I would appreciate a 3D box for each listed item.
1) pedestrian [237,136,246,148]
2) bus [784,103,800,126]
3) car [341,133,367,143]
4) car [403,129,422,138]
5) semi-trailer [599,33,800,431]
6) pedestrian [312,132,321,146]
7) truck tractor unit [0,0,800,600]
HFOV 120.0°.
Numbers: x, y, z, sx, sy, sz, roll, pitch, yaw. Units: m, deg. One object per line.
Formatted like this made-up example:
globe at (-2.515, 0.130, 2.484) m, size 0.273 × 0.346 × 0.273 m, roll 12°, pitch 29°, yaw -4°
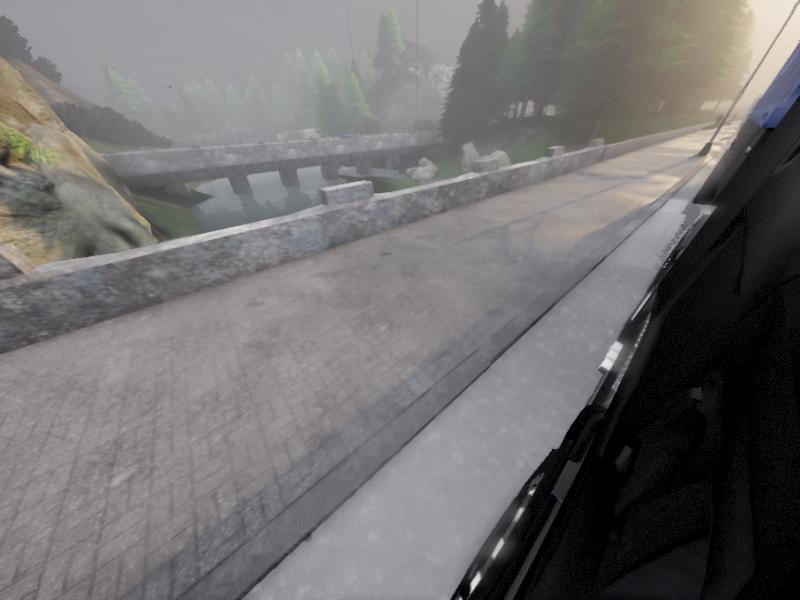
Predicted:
pedestrian at (-30.701, -30.606, 44.710) m, size 0.751 × 1.860 × 0.751 m, roll -26°, pitch 43°, yaw -28°
bus at (66.585, -30.555, 36.649) m, size 10.273 × 4.253 × 3.944 m, roll -28°, pitch 43°, yaw -29°
car at (-9.670, -34.174, 48.617) m, size 5.008 × 1.535 × 1.882 m, roll -27°, pitch 43°, yaw -30°
car at (3.162, -40.864, 56.739) m, size 4.514 × 1.525 × 2.007 m, roll -28°, pitch 43°, yaw -29°
semi-trailer at (8.649, -3.639, 4.275) m, size 14.254 × 4.402 × 2.717 m, roll -29°, pitch 44°, yaw -30°
pedestrian at (-14.410, -27.871, 40.018) m, size 0.751 × 1.860 × 0.751 m, roll -28°, pitch 43°, yaw -29°
truck tractor unit at (2.645, -0.295, 0.352) m, size 6.516 × 4.208 × 3.053 m, roll -28°, pitch 44°, yaw -30°
